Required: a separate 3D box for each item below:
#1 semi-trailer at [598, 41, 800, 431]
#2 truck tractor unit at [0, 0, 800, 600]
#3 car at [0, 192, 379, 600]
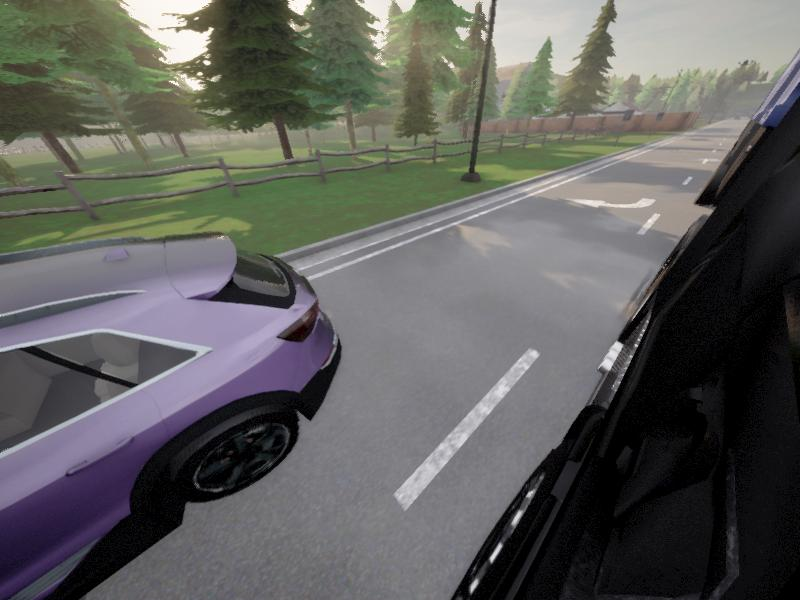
[{"bbox_3d":[8.684,-3.598,4.265,14.254,4.402,2.717,-28,44,-30],"label":"semi-trailer"},{"bbox_3d":[2.645,-0.295,0.351,6.516,4.208,3.053,-28,44,-30],"label":"truck tractor unit"},{"bbox_3d":[-2.741,0.895,1.237,4.856,1.649,2.033,-28,44,-30],"label":"car"}]
